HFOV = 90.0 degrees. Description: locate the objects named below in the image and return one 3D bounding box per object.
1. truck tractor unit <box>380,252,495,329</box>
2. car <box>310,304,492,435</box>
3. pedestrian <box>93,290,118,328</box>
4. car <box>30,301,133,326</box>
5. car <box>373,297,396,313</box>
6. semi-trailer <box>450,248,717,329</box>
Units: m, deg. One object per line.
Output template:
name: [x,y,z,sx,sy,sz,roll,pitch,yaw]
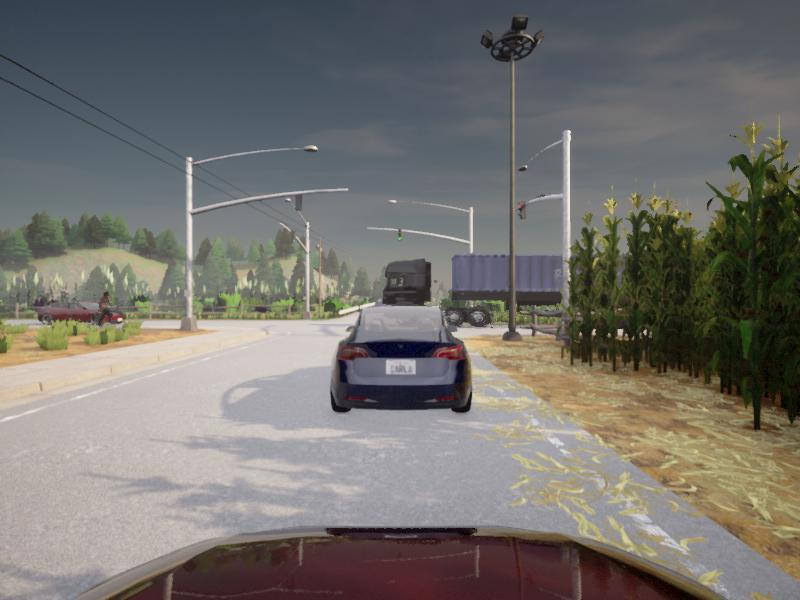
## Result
truck tractor unit: [2.345,-0.522,23.989,6.516,4.208,3.053,0,0,13]
car: [0.027,0.851,7.129,2.163,1.488,4.792,0,0,0]
pedestrian: [-14.922,0.449,20.274,0.751,1.860,0.751,0,0,-11]
car: [-19.722,0.815,24.908,4.792,1.488,2.163,0,0,3]
car: [-1.598,0.476,42.279,1.812,1.442,4.674,0,3,6]
semi-trailer: [10.211,-0.620,23.381,14.254,4.402,2.717,0,0,2]
